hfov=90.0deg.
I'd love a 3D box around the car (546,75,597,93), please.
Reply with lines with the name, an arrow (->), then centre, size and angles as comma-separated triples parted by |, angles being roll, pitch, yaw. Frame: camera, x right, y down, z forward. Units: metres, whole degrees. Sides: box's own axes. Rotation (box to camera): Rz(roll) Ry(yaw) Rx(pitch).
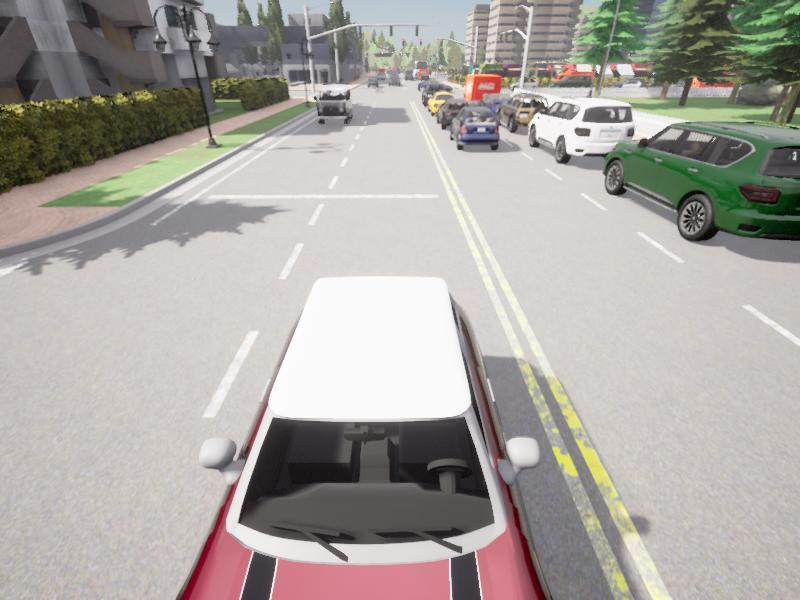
car -> 22.523, -28.476, 52.689 | 5.566, 2.045, 2.150 | -1, 30, -2

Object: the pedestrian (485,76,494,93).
pedestrian -> 11.749, -28.286, 52.501 | 0.751, 1.860, 0.751 | -2, 30, -4

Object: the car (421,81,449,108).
car -> 2.973, -17.927, 34.812 | 1.932, 1.855, 4.605 | 0, 30, 0

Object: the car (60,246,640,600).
car -> -0.169, 1.058, 2.751 | 1.970, 1.475, 3.806 | 0, 30, 0

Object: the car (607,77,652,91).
car -> 32.070, -30.241, 56.104 | 4.856, 1.649, 2.033 | -1, 30, -2

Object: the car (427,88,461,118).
car -> 3.042, -14.243, 28.805 | 1.801, 1.575, 5.366 | 0, 30, -1

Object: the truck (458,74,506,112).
truck -> 6.497, -16.921, 32.504 | 2.627, 2.467, 5.204 | 0, 30, 0

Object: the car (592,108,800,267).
car -> 6.777, -2.879, 8.904 | 2.150, 2.045, 5.566 | 0, 30, -1

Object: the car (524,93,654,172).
car -> 6.699, -6.564, 15.209 | 2.150, 2.045, 5.566 | 0, 30, 0

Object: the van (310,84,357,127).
van -> -3.906, -11.905, 24.350 | 2.069, 2.038, 4.480 | 0, 30, -1

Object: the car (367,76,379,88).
car -> -4.389, -36.001, 66.035 | 1.789, 1.549, 3.705 | 0, 30, 0

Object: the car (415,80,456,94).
car -> 4.536, -27.723, 51.965 | 4.792, 1.488, 2.163 | 20, 36, 30

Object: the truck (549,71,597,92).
truck -> 23.967, -30.448, 55.654 | 5.204, 2.467, 2.627 | -1, 30, -2

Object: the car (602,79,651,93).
car -> 29.969, -28.386, 53.045 | 4.974, 1.542, 2.038 | -1, 30, -2

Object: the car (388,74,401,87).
car -> -0.936, -38.478, 70.055 | 2.097, 1.767, 4.553 | 0, 30, 0

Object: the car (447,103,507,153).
car -> 3.177, -7.518, 17.328 | 1.789, 1.549, 3.705 | 0, 30, -1

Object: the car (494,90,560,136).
car -> 6.627, -10.151, 21.510 | 1.932, 1.855, 4.605 | 0, 30, 0

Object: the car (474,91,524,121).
car -> 6.561, -13.275, 27.248 | 2.163, 1.488, 4.792 | 0, 30, 0

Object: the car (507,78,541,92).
car -> 17.178, -29.997, 55.726 | 3.988, 1.617, 1.851 | 0, 30, 0

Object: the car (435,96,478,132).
car -> 3.111, -10.673, 22.803 | 1.816, 1.474, 4.193 | 0, 30, 0
